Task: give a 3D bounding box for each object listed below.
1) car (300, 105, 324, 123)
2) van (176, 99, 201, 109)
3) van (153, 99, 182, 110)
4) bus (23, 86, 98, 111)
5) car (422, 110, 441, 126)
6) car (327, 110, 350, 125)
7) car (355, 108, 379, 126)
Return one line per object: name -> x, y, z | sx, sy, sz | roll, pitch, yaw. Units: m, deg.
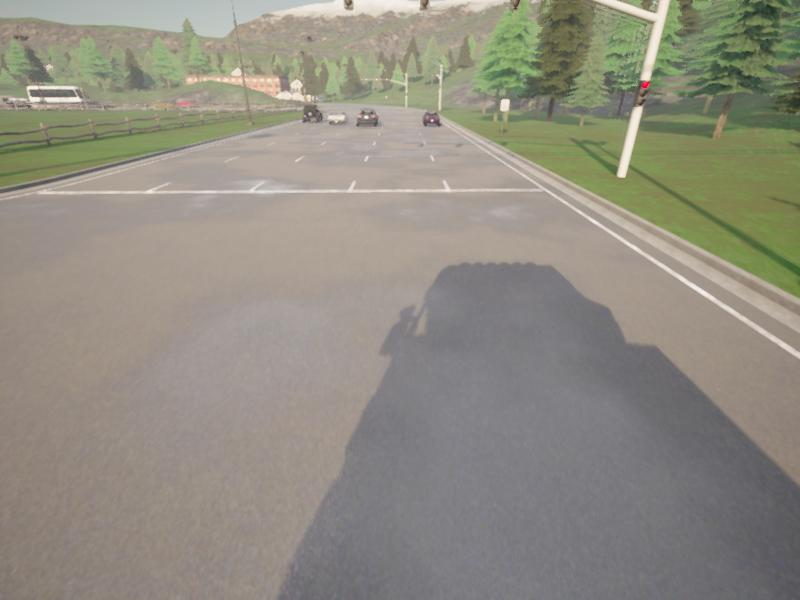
car -> -10.538, -22.456, 48.189 | 1.905, 1.878, 3.866 | 0, 27, 0
van -> -48.840, -45.323, 92.299 | 4.442, 1.987, 1.775 | 0, 27, -1
van -> -48.172, -40.527, 82.967 | 4.442, 1.987, 1.775 | 0, 27, -1
bus -> -67.013, -39.949, 79.210 | 10.273, 4.253, 3.944 | 0, 27, -1
car -> 3.461, -20.377, 44.707 | 1.816, 1.474, 4.193 | 0, 27, 0
car -> -7.038, -21.068, 46.166 | 1.895, 1.301, 4.718 | 0, 27, 0
car -> -3.535, -20.222, 44.137 | 2.242, 1.667, 4.611 | 0, 27, 0
